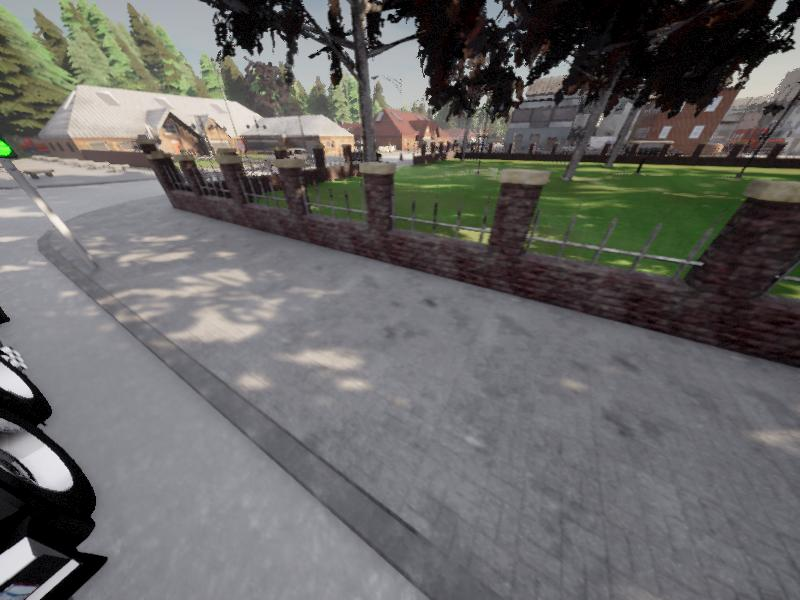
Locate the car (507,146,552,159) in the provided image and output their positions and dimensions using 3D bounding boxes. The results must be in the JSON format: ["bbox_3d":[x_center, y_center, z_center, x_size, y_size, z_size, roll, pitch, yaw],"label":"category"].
[{"bbox_3d":[18.616,-21.385,33.337,5.357,1.411,2.033,19,39,26],"label":"car"}]

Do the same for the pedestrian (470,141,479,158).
[{"bbox_3d":[10.288,-20.769,31.893,0.751,1.860,0.751,18,39,24],"label":"pedestrian"}]

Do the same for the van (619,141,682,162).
[{"bbox_3d":[29.623,-17.826,27.611,4.442,1.987,1.775,17,38,23],"label":"van"}]

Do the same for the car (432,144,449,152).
[{"bbox_3d":[8.903,-33.408,50.712,1.994,1.385,4.181,18,39,24],"label":"car"}]

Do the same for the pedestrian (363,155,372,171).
[{"bbox_3d":[-2.675,-11.363,19.159,0.500,1.100,0.500,18,39,24],"label":"pedestrian"}]

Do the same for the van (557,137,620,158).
[{"bbox_3d":[26.531,-21.802,32.963,6.366,2.431,2.351,18,39,24],"label":"van"}]

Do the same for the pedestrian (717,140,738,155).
[{"bbox_3d":[48.724,-22.725,34.352,0.751,1.860,0.751,8,36,11],"label":"pedestrian"}]

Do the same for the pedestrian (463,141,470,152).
[{"bbox_3d":[13.575,-31.416,47.179,0.751,1.860,0.751,25,42,31],"label":"pedestrian"}]

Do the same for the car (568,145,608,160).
[{"bbox_3d":[24.462,-19.373,30.277,3.633,1.501,1.845,17,39,23],"label":"car"}]

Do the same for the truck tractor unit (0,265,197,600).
[{"bbox_3d":[-5.114,-0.296,0.787,6.516,4.208,3.053,18,39,24],"label":"truck tractor unit"}]

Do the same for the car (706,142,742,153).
[{"bbox_3d":[60.848,-28.781,43.491,2.128,1.511,4.902,18,39,24],"label":"car"}]

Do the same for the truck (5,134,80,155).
[{"bbox_3d":[-83.267,-36.465,54.133,2.891,3.827,8.468,18,39,24],"label":"truck"}]

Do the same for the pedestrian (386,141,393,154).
[{"bbox_3d":[-1.858,-27.044,41.009,0.751,1.860,0.751,19,39,26],"label":"pedestrian"}]

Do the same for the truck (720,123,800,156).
[{"bbox_3d":[56.599,-25.515,36.812,2.891,3.827,8.468,18,39,25],"label":"truck"}]

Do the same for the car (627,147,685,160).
[{"bbox_3d":[32.878,-19.030,29.917,4.718,1.301,1.895,20,40,27],"label":"car"}]

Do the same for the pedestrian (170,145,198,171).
[{"bbox_3d":[-18.180,-11.959,19.470,0.751,1.860,0.751,12,37,18],"label":"pedestrian"}]

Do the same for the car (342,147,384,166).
[{"bbox_3d":[-3.943,-16.210,25.974,1.882,1.535,5.008,18,39,25],"label":"car"}]

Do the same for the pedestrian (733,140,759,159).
[{"bbox_3d":[41.847,-18.234,27.961,0.751,1.860,0.751,11,36,16],"label":"pedestrian"}]

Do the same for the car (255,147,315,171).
[{"bbox_3d":[-10.957,-13.786,22.437,2.242,1.667,4.611,19,39,25],"label":"car"}]
